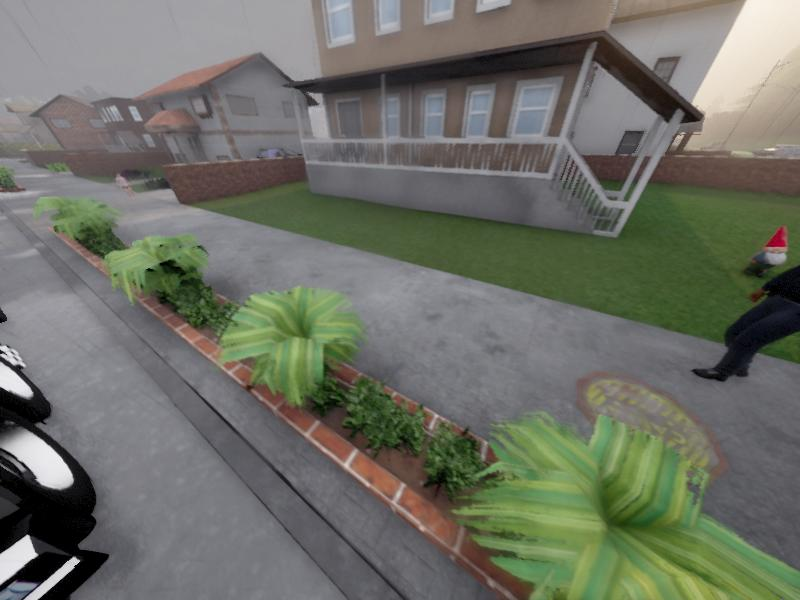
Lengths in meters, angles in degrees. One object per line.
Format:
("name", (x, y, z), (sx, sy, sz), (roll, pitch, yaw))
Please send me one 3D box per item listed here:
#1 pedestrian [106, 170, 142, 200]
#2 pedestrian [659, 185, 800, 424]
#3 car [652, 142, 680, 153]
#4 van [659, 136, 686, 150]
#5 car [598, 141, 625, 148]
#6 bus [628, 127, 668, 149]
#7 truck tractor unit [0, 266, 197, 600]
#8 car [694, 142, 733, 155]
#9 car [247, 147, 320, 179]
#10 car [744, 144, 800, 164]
("pedestrian", (-12.101, -5.054, 10.160), (0.500, 1.100, 0.500), (22, 40, 28))
("pedestrian", (3.455, 0.076, 2.005), (0.751, 1.860, 0.751), (18, 39, 25))
("car", (51.105, -29.376, 44.546), (2.152, 1.651, 5.027), (19, 39, 25))
("van", (62.441, -36.167, 53.109), (1.988, 2.561, 5.915), (19, 39, 25))
("car", (56.594, -41.586, 61.806), (5.357, 1.415, 2.033), (-5, 35, -7))
("bus", (62.048, -40.758, 58.232), (3.944, 4.253, 10.273), (19, 39, 25))
("truck tractor unit", (-5.114, -0.299, 0.770), (6.516, 4.208, 3.053), (18, 39, 24))
("car", (50.534, -24.569, 37.395), (2.033, 1.649, 4.856), (19, 39, 25))
("car", (-7.424, -9.069, 15.121), (1.845, 1.501, 3.633), (19, 39, 25))
("car", (41.686, -16.238, 25.525), (2.152, 1.651, 5.027), (19, 39, 25))
